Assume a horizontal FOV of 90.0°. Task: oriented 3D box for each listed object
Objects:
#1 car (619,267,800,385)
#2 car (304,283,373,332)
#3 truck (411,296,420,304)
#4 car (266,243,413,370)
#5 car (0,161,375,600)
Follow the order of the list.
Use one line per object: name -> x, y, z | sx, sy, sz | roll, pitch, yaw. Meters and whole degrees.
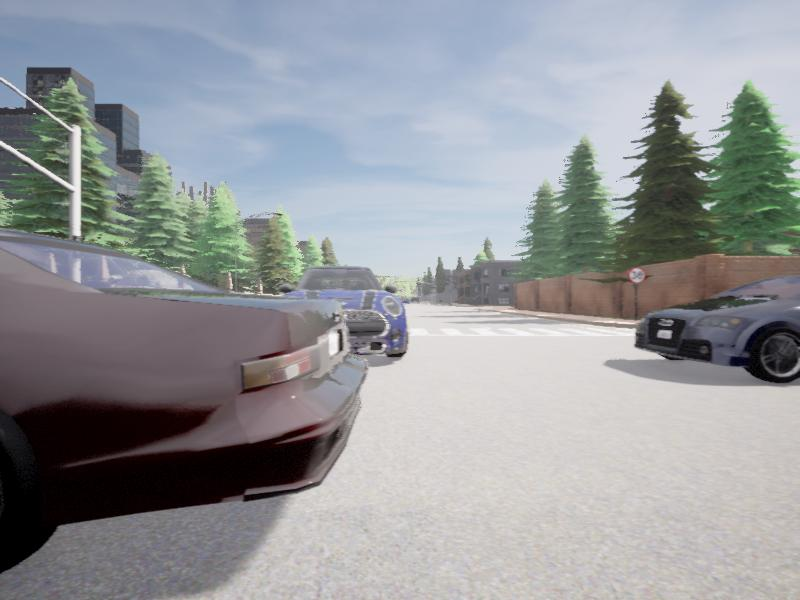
car -> 5.756, 0.309, 5.695 | 4.181, 1.385, 1.994 | 0, 0, 0
car -> -2.073, 0.228, 14.784 | 2.007, 1.525, 4.514 | 0, 0, -2
truck -> 4.413, -0.059, 115.644 | 2.390, 2.098, 6.274 | 0, 0, 0
car -> -1.214, 0.094, 7.998 | 2.097, 1.767, 4.553 | 0, 0, -10
car -> -2.880, 0.294, 2.200 | 5.357, 1.411, 2.033 | 0, 0, 0
